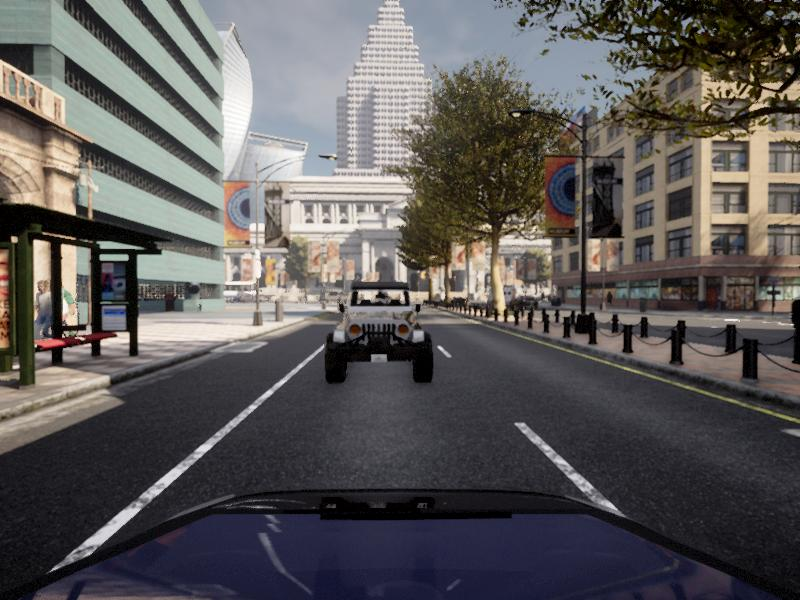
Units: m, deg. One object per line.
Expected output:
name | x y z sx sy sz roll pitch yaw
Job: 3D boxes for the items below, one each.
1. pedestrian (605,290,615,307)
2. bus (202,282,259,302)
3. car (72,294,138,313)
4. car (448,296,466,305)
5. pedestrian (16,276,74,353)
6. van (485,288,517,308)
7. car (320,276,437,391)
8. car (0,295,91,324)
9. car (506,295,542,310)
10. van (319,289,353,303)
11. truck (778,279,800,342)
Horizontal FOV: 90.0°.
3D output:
pedestrian | 23.184 -0.131 44.252 0.751 1.860 0.751 0 1 5
bus | -35.300 -1.666 83.630 10.273 4.253 3.944 0 1 -2
car | -24.884 0.256 34.014 2.128 1.511 4.902 0 1 -2
car | 8.936 0.044 62.968 1.994 1.385 4.181 0 1 -2
pedestrian | -8.794 0.344 9.949 0.751 1.860 0.751 0 1 0
van | 12.877 -0.332 51.504 2.351 2.431 6.366 0 1 -2
car | -0.413 0.523 8.460 1.905 1.878 3.866 0 1 -2
car | -20.308 0.449 22.598 2.161 1.482 4.786 0 1 -2
car | 13.245 0.239 43.088 2.128 1.511 4.902 0 1 -3
van | -11.847 -0.706 74.114 5.915 2.561 1.988 0 1 -2
truck | 14.484 0.381 10.831 2.390 2.098 6.274 0 1 -2
